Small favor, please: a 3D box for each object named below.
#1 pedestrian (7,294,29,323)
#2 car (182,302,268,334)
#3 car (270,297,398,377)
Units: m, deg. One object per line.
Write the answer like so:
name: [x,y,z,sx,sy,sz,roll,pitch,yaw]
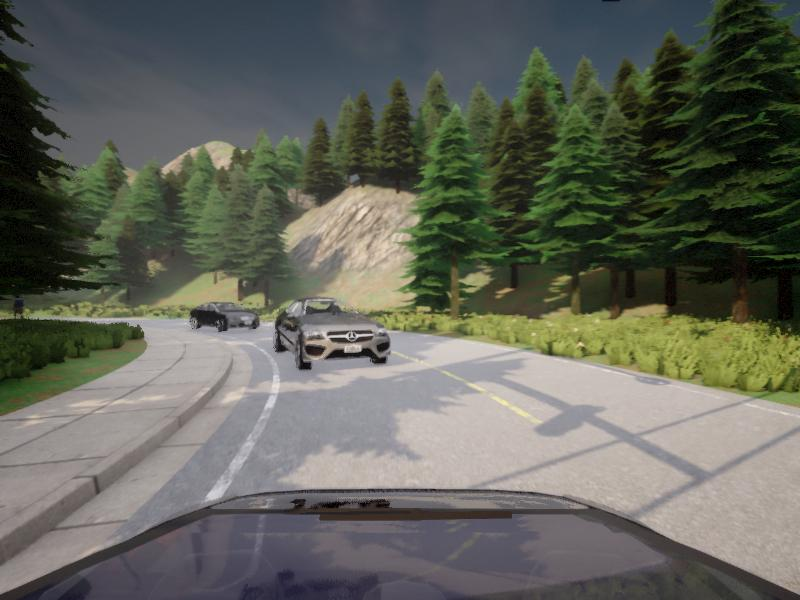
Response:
pedestrian: [-24.649,0.553,25.819,0.751,1.860,0.751,0,0,20]
car: [-9.282,0.848,21.029,4.902,1.511,2.128,0,0,39]
car: [-2.111,0.773,10.989,2.152,1.651,5.027,0,0,-26]
